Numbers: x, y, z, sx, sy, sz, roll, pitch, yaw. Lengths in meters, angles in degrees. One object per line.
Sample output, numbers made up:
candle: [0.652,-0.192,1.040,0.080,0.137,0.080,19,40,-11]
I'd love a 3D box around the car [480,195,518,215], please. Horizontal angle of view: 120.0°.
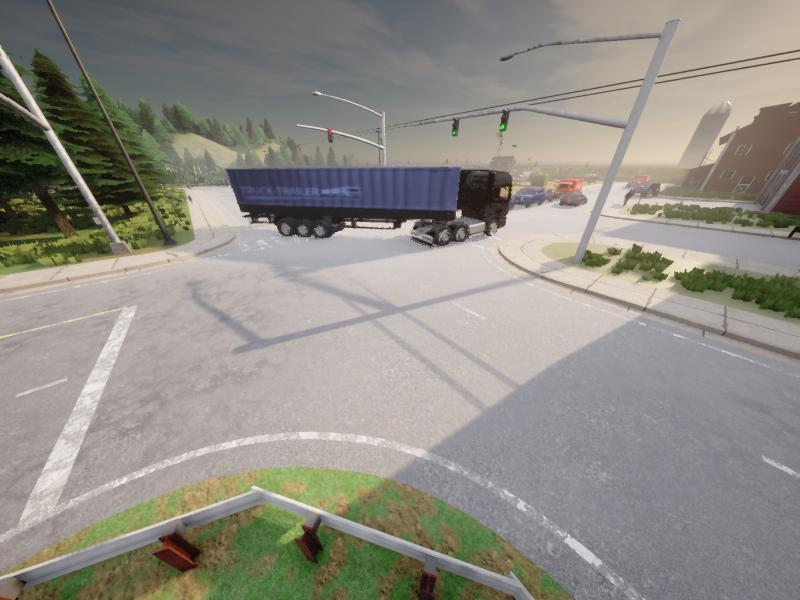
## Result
car: [10.235,-9.931,23.957,3.633,1.501,1.845,-23,37,-34]

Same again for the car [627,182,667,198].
car: [37.519,-16.849,35.271,1.905,1.878,3.866,-2,28,9]

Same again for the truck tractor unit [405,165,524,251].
truck tractor unit: [3.901,-6.093,14.627,6.516,4.208,3.053,-17,34,-27]

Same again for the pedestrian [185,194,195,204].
pedestrian: [-25.703,-12.359,28.301,0.500,1.100,0.500,-17,34,-27]

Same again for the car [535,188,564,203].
car: [20.426,-14.296,31.502,3.705,1.549,1.789,-23,37,-34]

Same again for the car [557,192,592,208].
car: [21.294,-12.282,28.200,4.181,1.385,1.994,-23,37,-34]

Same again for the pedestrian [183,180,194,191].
pedestrian: [-39.592,-21.463,43.309,0.751,1.860,0.751,17,34,27]

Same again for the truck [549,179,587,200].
truck: [25.372,-16.810,34.939,5.204,2.467,2.627,-23,37,-34]

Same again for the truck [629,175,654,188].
truck: [56.359,-27.757,53.924,5.204,2.467,2.627,-24,38,-33]

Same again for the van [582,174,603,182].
van: [61.962,-39.389,74.532,2.069,2.038,4.480,-23,37,-34]

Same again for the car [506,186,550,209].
car: [15.392,-12.350,27.640,5.566,2.045,2.150,-23,37,-34]

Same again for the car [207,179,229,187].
car: [-43.214,-27.704,54.797,3.806,1.475,1.970,-20,36,-31]

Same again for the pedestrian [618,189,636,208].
pedestrian: [25.353,-11.370,25.776,0.751,1.860,0.751,-26,39,-37]

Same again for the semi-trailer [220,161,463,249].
semi-trailer: [-3.590,-6.320,14.832,14.254,4.402,2.717,6,31,11]

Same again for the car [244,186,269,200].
car: [-21.694,-16.208,34.890,2.038,1.542,4.974,-22,37,-33]
